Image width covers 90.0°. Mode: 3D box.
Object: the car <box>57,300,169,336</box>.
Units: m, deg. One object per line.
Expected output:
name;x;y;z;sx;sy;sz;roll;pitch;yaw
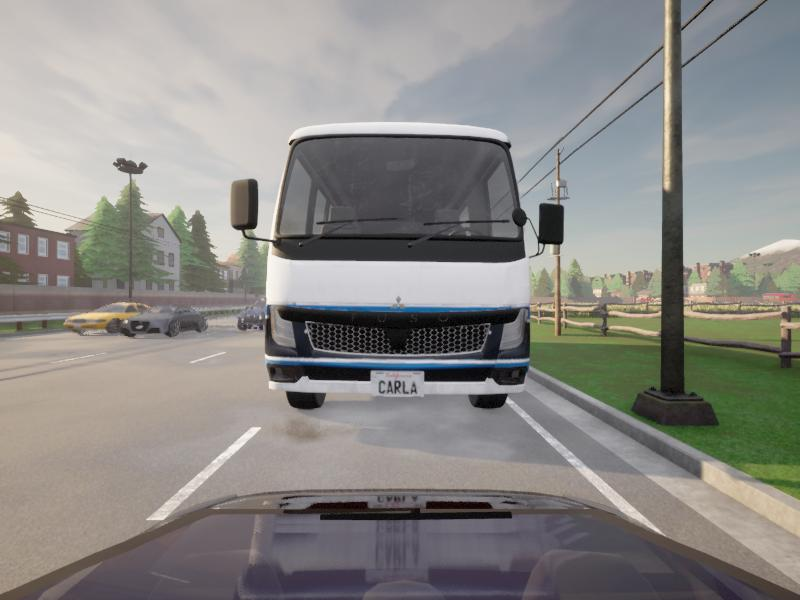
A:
car;-14.120;0.802;20.178;1.801;1.575;5.366;0;0;0

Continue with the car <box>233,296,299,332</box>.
car;-7.128;0.694;21.893;2.097;1.767;4.553;0;0;0

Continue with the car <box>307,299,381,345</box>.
car;-2.118;0.785;16.768;2.152;1.651;5.027;0;0;3

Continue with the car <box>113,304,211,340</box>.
car;-10.609;0.906;18.284;1.994;1.385;4.181;0;0;0

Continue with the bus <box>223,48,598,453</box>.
bus;0.078;-0.545;9.389;3.944;4.253;10.273;1;0;0
